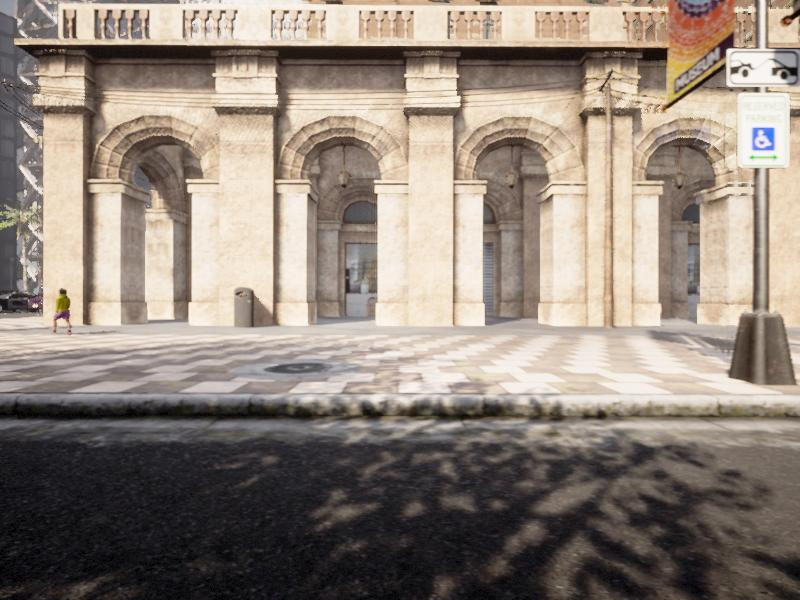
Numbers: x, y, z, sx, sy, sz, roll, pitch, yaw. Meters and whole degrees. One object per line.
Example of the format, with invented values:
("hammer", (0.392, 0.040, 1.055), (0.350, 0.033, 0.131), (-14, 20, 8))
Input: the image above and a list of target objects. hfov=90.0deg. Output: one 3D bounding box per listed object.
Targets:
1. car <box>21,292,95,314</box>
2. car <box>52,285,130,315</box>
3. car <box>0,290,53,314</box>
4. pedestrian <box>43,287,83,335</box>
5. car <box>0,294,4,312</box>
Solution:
("car", (-24.725, 0.199, 29.180), (1.816, 1.474, 4.193), (0, 0, 0))
("car", (-21.216, 0.004, 27.749), (1.932, 1.855, 4.605), (0, 0, -1))
("car", (-28.240, 0.108, 28.778), (1.930, 1.638, 5.238), (0, 0, 0))
("pedestrian", (-7.829, 0.247, 9.299), (0.500, 1.100, 0.500), (0, 0, 15))
("car", (-31.743, 0.223, 28.338), (2.033, 1.411, 5.357), (0, 0, 0))
